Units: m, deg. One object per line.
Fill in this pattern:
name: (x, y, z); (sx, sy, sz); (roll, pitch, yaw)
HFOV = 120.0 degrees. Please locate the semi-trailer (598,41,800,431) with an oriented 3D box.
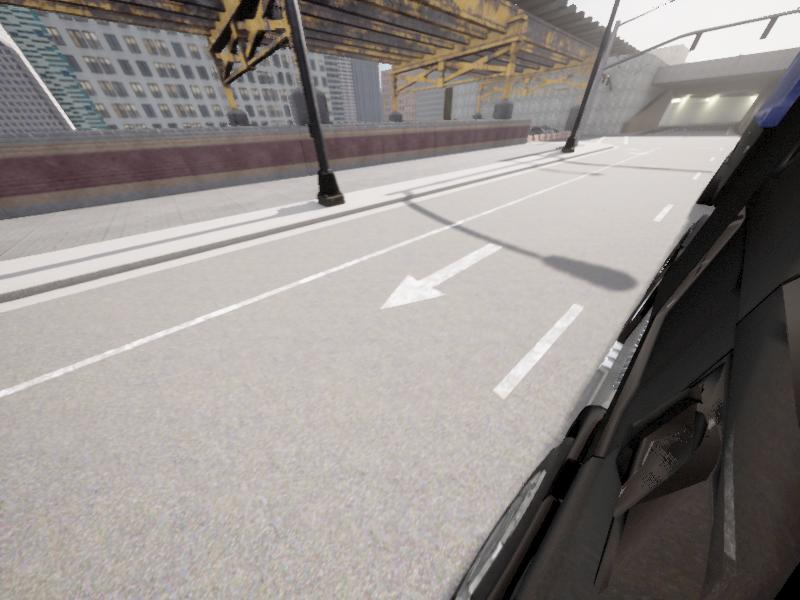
semi-trailer: (8.696, -3.597, 4.244); (14.254, 4.402, 2.717); (-28, 44, -30)

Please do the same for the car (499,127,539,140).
car: (16.471, -23.205, 32.154); (4.536, 1.218, 1.853); (1, 37, 4)

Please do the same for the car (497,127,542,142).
car: (16.529, -23.078, 32.245); (4.974, 1.542, 2.038); (1, 37, 4)

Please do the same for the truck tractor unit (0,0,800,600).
truck tractor unit: (2.645, -0.295, 0.351); (6.516, 4.208, 3.053); (-28, 44, -30)

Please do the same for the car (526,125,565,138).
car: (23.660, -27.478, 37.716); (4.974, 1.542, 2.038); (-8, 37, -8)
